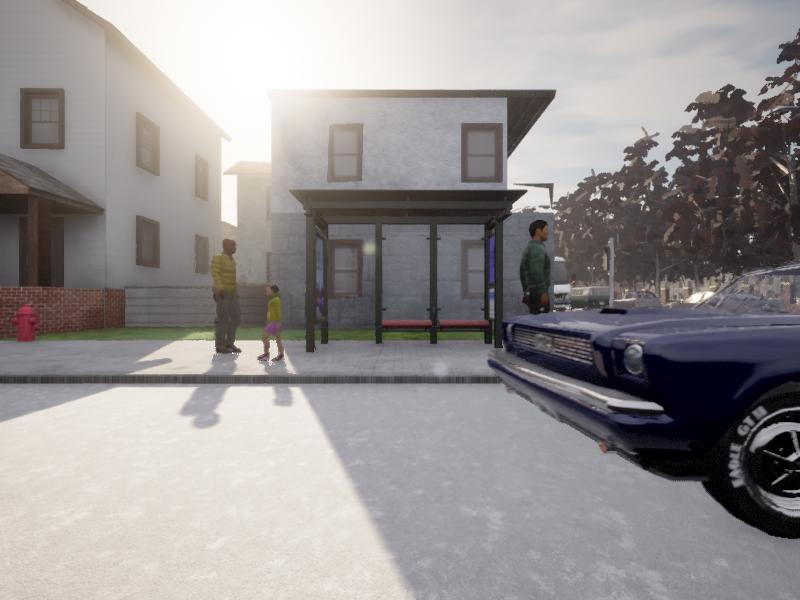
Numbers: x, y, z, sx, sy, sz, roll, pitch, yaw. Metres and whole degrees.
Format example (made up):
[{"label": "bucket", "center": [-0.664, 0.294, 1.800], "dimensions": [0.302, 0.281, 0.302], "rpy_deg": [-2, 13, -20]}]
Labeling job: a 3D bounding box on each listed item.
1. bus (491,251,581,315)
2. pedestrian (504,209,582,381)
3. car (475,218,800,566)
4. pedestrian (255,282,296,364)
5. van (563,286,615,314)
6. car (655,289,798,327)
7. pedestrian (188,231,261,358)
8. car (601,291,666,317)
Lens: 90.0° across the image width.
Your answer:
[{"label": "bus", "center": [10.275, -1.135, 31.893], "dimensions": [3.944, 4.253, 10.273], "rpy_deg": [0, 0, 1]}, {"label": "pedestrian", "center": [1.661, -0.054, 4.767], "dimensions": [0.751, 1.860, 0.751], "rpy_deg": [0, 0, 9]}, {"label": "car", "center": [3.077, 0.344, 2.671], "dimensions": [4.718, 1.301, 1.895], "rpy_deg": [0, 0, -6]}, {"label": "pedestrian", "center": [-1.751, 0.305, 5.669], "dimensions": [0.500, 1.100, 0.500], "rpy_deg": [0, 0, -10]}, {"label": "van", "center": [14.270, -0.001, 30.576], "dimensions": [1.775, 1.987, 4.442], "rpy_deg": [0, 0, -2]}, {"label": "car", "center": [13.943, 0.295, 17.675], "dimensions": [2.033, 1.411, 5.357], "rpy_deg": [0, 0, 2]}, {"label": "pedestrian", "center": [-2.737, -0.075, 6.301], "dimensions": [0.751, 1.860, 0.751], "rpy_deg": [0, 0, 11]}, {"label": "car", "center": [14.191, 0.227, 24.569], "dimensions": [1.845, 1.501, 3.633], "rpy_deg": [0, 0, -1]}]
